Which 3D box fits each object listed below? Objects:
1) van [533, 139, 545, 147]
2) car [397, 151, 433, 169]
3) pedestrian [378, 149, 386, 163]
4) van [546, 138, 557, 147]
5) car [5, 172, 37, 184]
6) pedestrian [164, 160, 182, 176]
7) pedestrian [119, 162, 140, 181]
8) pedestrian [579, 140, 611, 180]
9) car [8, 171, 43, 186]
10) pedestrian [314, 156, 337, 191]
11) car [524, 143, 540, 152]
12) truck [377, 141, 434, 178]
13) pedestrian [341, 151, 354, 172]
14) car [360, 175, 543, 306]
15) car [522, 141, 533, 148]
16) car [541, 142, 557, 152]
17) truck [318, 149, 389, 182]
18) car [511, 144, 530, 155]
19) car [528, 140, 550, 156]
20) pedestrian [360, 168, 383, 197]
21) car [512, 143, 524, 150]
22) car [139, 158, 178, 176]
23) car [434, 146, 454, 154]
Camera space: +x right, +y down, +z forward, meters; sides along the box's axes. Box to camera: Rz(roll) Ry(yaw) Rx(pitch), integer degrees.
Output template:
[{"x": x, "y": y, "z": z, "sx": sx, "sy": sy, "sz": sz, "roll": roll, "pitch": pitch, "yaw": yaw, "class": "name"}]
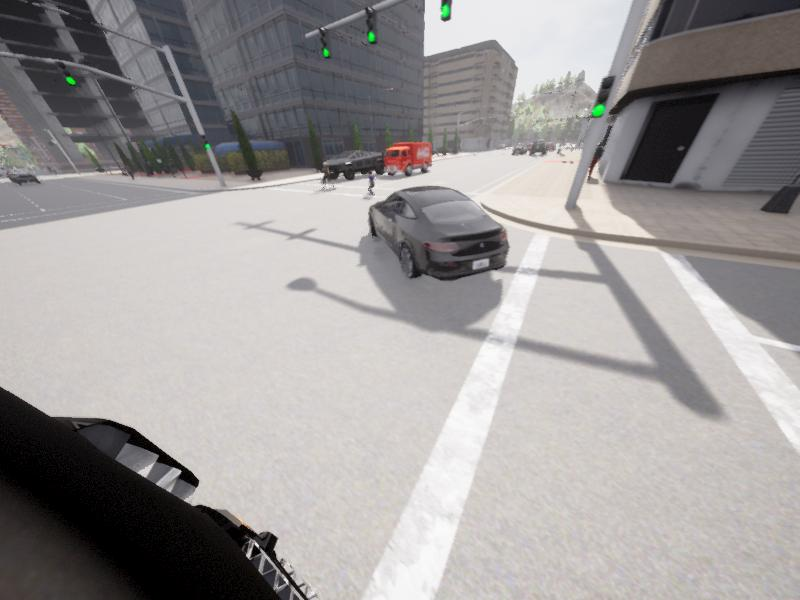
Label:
[{"x": 49.536, "y": -55.991, "z": 82.349, "sx": 2.351, "sy": 2.431, "sz": 6.366, "roll": 18, "pitch": 39, "yaw": 28, "class": "van"}, {"x": 1.962, "y": -17.069, "z": 28.118, "sx": 1.801, "sy": 1.575, "sz": 5.366, "roll": 19, "pitch": 39, "yaw": 29, "class": "car"}, {"x": -2.845, "y": -23.107, "z": 36.970, "sx": 0.751, "sy": 1.860, "sz": 0.751, "roll": 19, "pitch": 39, "yaw": 30, "class": "pedestrian"}, {"x": 56.049, "y": -58.200, "z": 85.178, "sx": 2.351, "sy": 2.431, "sz": 6.366, "roll": 18, "pitch": 39, "yaw": 28, "class": "van"}, {"x": -60.123, "y": -19.441, "z": 36.653, "sx": 3.806, "sy": 1.475, "sz": 1.970, "roll": 18, "pitch": 39, "yaw": 28, "class": "car"}, {"x": -30.093, "y": -17.505, "z": 30.670, "sx": 0.751, "sy": 1.860, "sz": 0.751, "roll": 4, "pitch": 34, "yaw": 11, "class": "pedestrian"}, {"x": -31.301, "y": -14.831, "z": 26.736, "sx": 0.751, "sy": 1.860, "sz": 0.751, "roll": 21, "pitch": 40, "yaw": 31, "class": "pedestrian"}, {"x": 10.763, "y": -7.751, "z": 12.816, "sx": 0.751, "sy": 1.860, "sz": 0.751, "roll": 16, "pitch": 38, "yaw": 26, "class": "pedestrian"}, {"x": -52.706, "y": -17.114, "z": 32.483, "sx": 4.892, "sy": 1.490, "sz": 1.837, "roll": 18, "pitch": 39, "yaw": 28, "class": "car"}, {"x": -4.743, "y": -8.088, "z": 14.797, "sx": 0.751, "sy": 1.860, "sz": 0.751, "roll": 6, "pitch": 35, "yaw": 14, "class": "pedestrian"}, {"x": 30.618, "y": -35.371, "z": 53.488, "sx": 2.242, "sy": 1.667, "sz": 4.611, "roll": 18, "pitch": 39, "yaw": 28, "class": "car"}, {"x": 0.684, "y": -12.853, "z": 21.054, "sx": 2.627, "sy": 2.467, "sz": 5.204, "roll": 18, "pitch": 39, "yaw": 28, "class": "truck"}, {"x": -5.693, "y": -15.137, "z": 25.221, "sx": 0.751, "sy": 1.860, "sz": 0.751, "roll": 27, "pitch": 43, "yaw": 37, "class": "pedestrian"}, {"x": 0.518, "y": -1.885, "z": 5.459, "sx": 1.812, "sy": 1.442, "sz": 4.674, "roll": -13, "pitch": 35, "yaw": -15, "class": "car"}, {"x": 45.934, "y": -56.174, "z": 83.264, "sx": 2.150, "sy": 2.045, "sz": 5.566, "roll": 18, "pitch": 39, "yaw": 28, "class": "car"}, {"x": 33.310, "y": -34.227, "z": 51.518, "sx": 2.242, "sy": 1.667, "sz": 4.611, "roll": 18, "pitch": 39, "yaw": 28, "class": "car"}, {"x": -3.854, "y": -12.238, "z": 20.812, "sx": 2.390, "sy": 2.098, "sz": 6.274, "roll": 18, "pitch": 39, "yaw": 29, "class": "truck"}, {"x": 22.795, "y": -28.434, "z": 43.688, "sx": 2.038, "sy": 1.542, "sz": 4.974, "roll": 18, "pitch": 39, "yaw": 28, "class": "car"}, {"x": 23.905, "y": -26.103, "z": 39.618, "sx": 2.150, "sy": 2.045, "sz": 5.566, "roll": 18, "pitch": 39, "yaw": 28, "class": "car"}, {"x": -1.496, "y": -6.249, "z": 12.280, "sx": 0.751, "sy": 1.300, "sz": 0.751, "roll": 24, "pitch": 42, "yaw": 34, "class": "pedestrian"}, {"x": 36.875, "y": -47.928, "z": 72.040, "sx": 2.163, "sy": 1.488, "sz": 4.792, "roll": 18, "pitch": 39, "yaw": 28, "class": "car"}, {"x": -39.016, "y": -21.745, "z": 37.605, "sx": 2.390, "sy": 2.098, "sz": 6.274, "roll": -18, "pitch": 36, "yaw": -21, "class": "car"}, {"x": 11.831, "y": -40.270, "z": 62.045, "sx": 4.553, "sy": 1.767, "sz": 2.097, "roll": 18, "pitch": 39, "yaw": 29, "class": "car"}]
